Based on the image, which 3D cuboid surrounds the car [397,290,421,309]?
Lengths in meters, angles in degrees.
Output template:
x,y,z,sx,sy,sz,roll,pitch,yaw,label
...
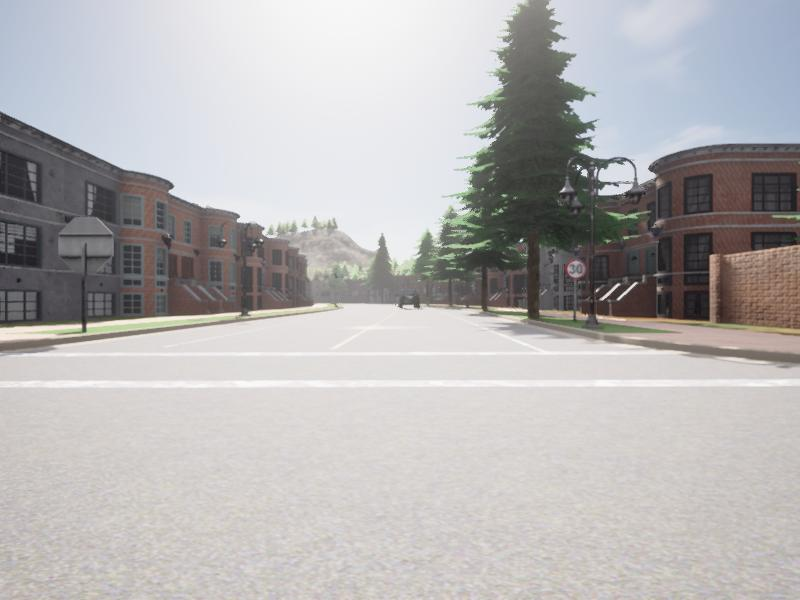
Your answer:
x,y,z,sx,sy,sz,roll,pitch,yaw,label
0.920,-0.070,45.017,2.150,2.045,5.566,0,0,-4,car
